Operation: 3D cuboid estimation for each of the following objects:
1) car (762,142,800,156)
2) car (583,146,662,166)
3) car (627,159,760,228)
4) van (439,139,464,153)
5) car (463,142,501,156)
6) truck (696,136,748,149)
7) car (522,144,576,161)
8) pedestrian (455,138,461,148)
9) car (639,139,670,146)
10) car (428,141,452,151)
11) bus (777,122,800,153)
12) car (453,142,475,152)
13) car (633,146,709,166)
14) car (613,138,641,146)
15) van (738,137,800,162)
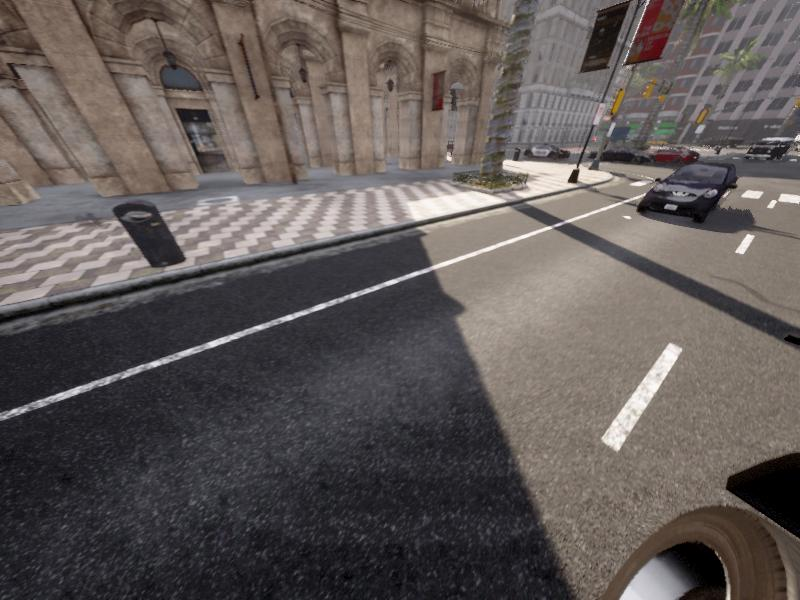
[{"bbox_3d":[50.239,-19.998,30.542,3.633,1.501,1.845,-27,43,-32],"label":"car"},{"bbox_3d":[22.305,-14.724,23.442,2.033,1.411,5.357,-24,41,-29],"label":"car"},{"bbox_3d":[9.928,-3.773,7.863,3.633,1.501,1.845,-22,41,-28],"label":"car"},{"bbox_3d":[9.594,-29.041,43.442,1.775,1.987,4.442,-22,40,-27],"label":"van"},{"bbox_3d":[12.339,-23.002,35.168,1.801,1.575,5.366,-22,40,-27],"label":"car"},{"bbox_3d":[68.081,-33.474,49.045,2.390,2.098,6.274,2,35,3],"label":"truck"},{"bbox_3d":[18.043,-18.204,28.320,2.038,1.542,4.974,-22,40,-27],"label":"car"},{"bbox_3d":[13.879,-37.554,55.317,0.751,1.860,0.751,-21,40,-27],"label":"pedestrian"},{"bbox_3d":[68.990,-42.783,62.738,1.801,1.575,5.366,-10,36,-14],"label":"car"},{"bbox_3d":[8.513,-33.340,49.924,1.801,1.575,5.366,-22,40,-28],"label":"car"},{"bbox_3d":[63.671,-23.844,33.508,3.944,4.253,10.273,14,38,20],"label":"bus"},{"bbox_3d":[12.486,-30.010,45.166,1.789,1.549,3.705,-22,40,-27],"label":"car"},{"bbox_3d":[26.105,-14.067,22.488,1.994,1.385,4.181,-11,36,-15],"label":"car"},{"bbox_3d":[61.630,-42.952,62.803,1.932,1.855,4.605,-13,36,-17],"label":"car"},{"bbox_3d":[39.642,-16.178,24.768,4.480,2.038,2.069,-14,38,-19],"label":"van"}]
